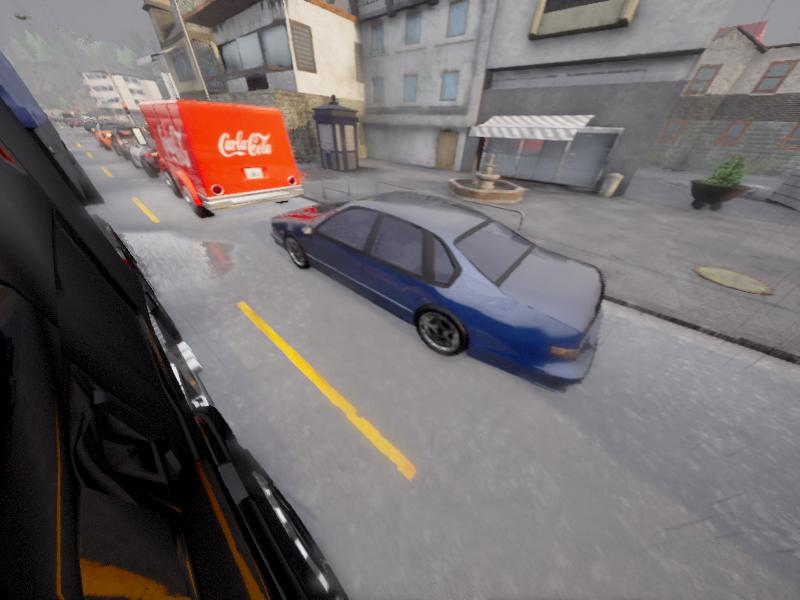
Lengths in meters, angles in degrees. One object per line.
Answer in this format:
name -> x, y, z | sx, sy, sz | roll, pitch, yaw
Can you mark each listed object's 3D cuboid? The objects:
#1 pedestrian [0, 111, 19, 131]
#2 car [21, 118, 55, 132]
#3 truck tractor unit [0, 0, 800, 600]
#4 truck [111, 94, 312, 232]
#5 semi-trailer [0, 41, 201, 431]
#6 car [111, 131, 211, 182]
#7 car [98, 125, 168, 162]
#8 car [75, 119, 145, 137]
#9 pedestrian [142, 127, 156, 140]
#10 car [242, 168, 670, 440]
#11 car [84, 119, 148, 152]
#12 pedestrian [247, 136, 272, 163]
pedestrian -> -46.934, -21.285, 27.422 | 0.751, 1.860, 0.751 | -19, 42, -27
car -> -47.444, -22.967, 30.324 | 4.718, 1.301, 1.895 | 28, 44, 30
truck tractor unit -> -2.645, -0.295, 0.351 | 6.516, 4.208, 3.053 | 28, 44, 30
truck -> -5.507, -4.230, 6.893 | 5.204, 2.467, 2.627 | 28, 44, 30
semi-trailer -> -8.686, -3.609, 4.245 | 14.254, 4.402, 2.717 | 28, 44, 30
car -> -11.424, -6.997, 11.014 | 4.974, 1.542, 2.038 | 28, 44, 30
car -> -16.587, -9.781, 14.351 | 3.988, 1.617, 1.851 | 28, 44, 30
car -> -35.763, -21.346, 28.700 | 4.902, 1.511, 2.128 | -10, 39, -17
pedestrian -> -26.664, -17.732, 24.564 | 0.500, 1.100, 0.500 | -16, 41, -23
car -> 0.008, -0.848, 3.618 | 5.357, 1.411, 2.033 | 28, 44, 30
car -> -21.622, -12.538, 17.567 | 4.553, 1.767, 2.097 | 28, 44, 30
pedestrian -> -8.592, -9.248, 14.176 | 0.751, 1.300, 0.751 | 28, 43, 29
